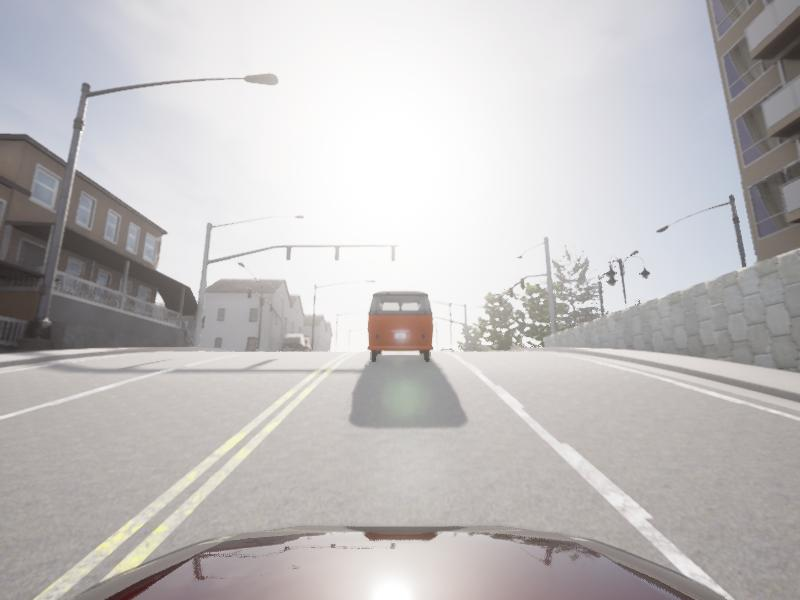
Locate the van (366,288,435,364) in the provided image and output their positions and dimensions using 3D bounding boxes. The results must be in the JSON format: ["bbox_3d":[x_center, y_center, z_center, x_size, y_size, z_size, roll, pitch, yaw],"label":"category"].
[{"bbox_3d":[0.012,0.798,12.631,1.775,1.987,4.442,0,-3,0],"label":"van"}]
